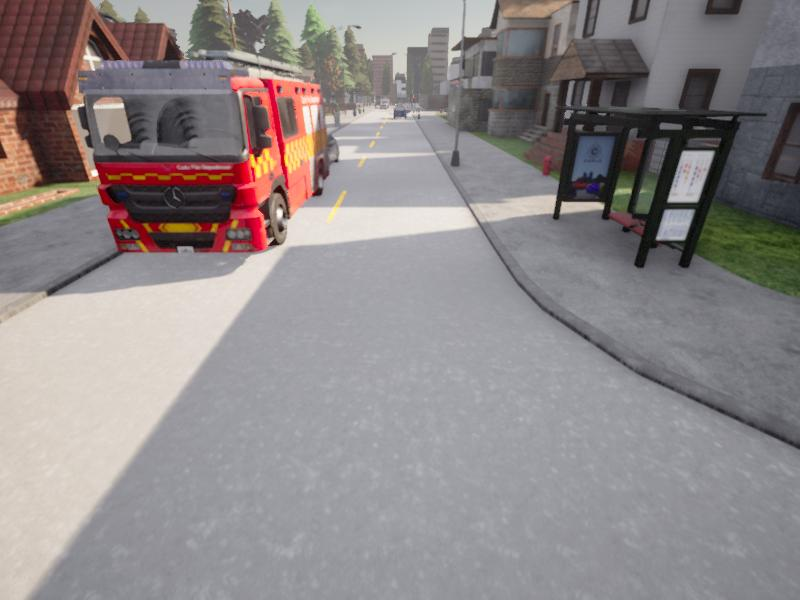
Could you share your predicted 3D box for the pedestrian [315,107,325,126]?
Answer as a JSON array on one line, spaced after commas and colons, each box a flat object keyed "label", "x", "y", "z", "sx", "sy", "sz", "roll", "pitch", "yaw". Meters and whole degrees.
[{"label": "pedestrian", "x": -8.359, "y": -19.247, "z": 41.950, "sx": 0.751, "sy": 1.860, "sz": 0.751, "roll": -1, "pitch": 27, "yaw": -2}]

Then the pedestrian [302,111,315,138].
[{"label": "pedestrian", "x": -6.953, "y": -13.312, "z": 30.352, "sx": 0.751, "sy": 1.860, "sz": 0.751, "roll": -3, "pitch": 27, "yaw": -7}]

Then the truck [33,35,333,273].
[{"label": "truck", "x": -4.004, "y": -4.153, "z": 10.579, "sx": 2.891, "sy": 3.827, "sz": 8.468, "roll": 0, "pitch": 27, "yaw": 0}]

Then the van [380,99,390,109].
[{"label": "van", "x": -4.013, "y": -51.598, "z": 105.299, "sx": 2.351, "sy": 2.431, "sz": 6.366, "roll": 0, "pitch": 27, "yaw": 0}]

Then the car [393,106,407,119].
[{"label": "car", "x": -0.005, "y": -27.335, "z": 58.387, "sx": 1.882, "sy": 1.535, "sz": 5.008, "roll": 0, "pitch": 27, "yaw": 0}]

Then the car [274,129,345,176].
[{"label": "car", "x": -3.999, "y": -6.986, "z": 18.653, "sx": 2.128, "sy": 1.511, "sz": 4.902, "roll": 0, "pitch": 27, "yaw": 0}]

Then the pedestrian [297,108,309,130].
[{"label": "pedestrian", "x": -9.075, "y": -17.019, "z": 37.598, "sx": 0.751, "sy": 1.860, "sz": 0.751, "roll": 1, "pitch": 27, "yaw": 1}]
